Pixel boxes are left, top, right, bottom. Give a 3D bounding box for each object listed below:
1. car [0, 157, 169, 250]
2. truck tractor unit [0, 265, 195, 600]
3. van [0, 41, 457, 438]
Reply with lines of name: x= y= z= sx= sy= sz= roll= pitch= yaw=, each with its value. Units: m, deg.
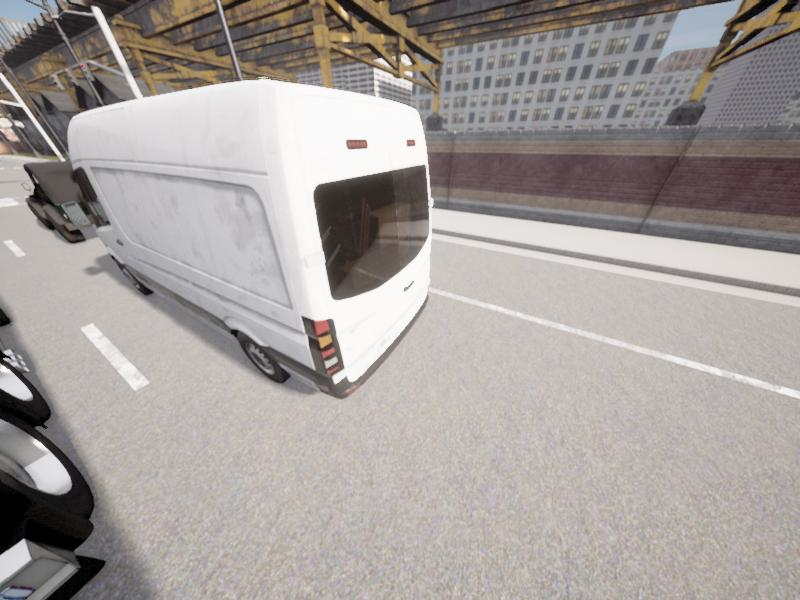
car: x=-9.447 y=-3.060 z=6.869 sx=3.866 sy=1.878 sz=1.905 roll=18 pitch=39 yaw=24
truck tractor unit: x=-5.121 y=-0.285 z=0.816 sx=6.516 sy=4.208 sz=3.053 roll=17 pitch=38 yaw=25
van: x=-2.524 y=-1.076 z=3.373 sx=5.915 sy=2.561 sz=1.988 roll=18 pitch=39 yaw=24
